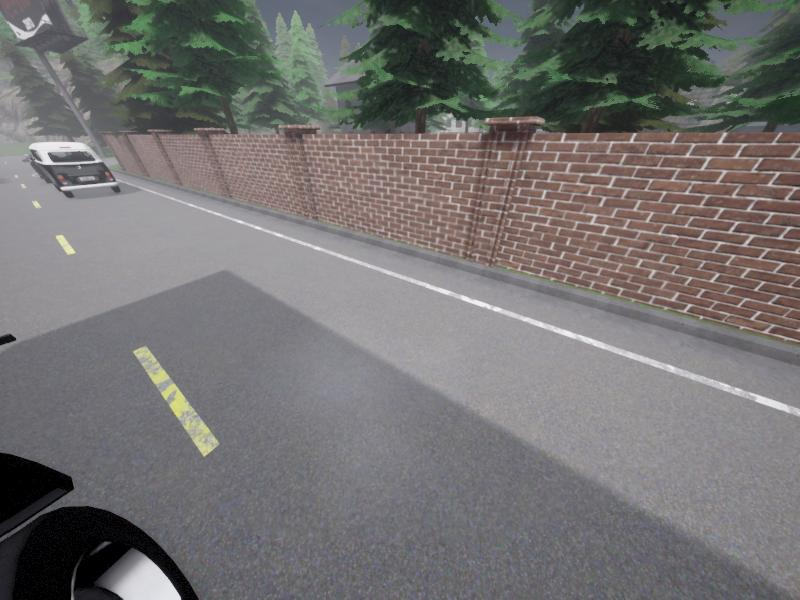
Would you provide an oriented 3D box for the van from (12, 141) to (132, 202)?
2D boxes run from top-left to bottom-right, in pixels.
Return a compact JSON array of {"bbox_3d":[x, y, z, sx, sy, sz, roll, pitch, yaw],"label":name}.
[{"bbox_3d":[-15.179,-6.130,10.741,4.480,2.038,2.069,22,40,27],"label":"van"}]

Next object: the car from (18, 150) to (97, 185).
[{"bbox_3d":[-20.979,-8.221,14.146,4.892,1.490,1.837,22,41,27],"label":"car"}]

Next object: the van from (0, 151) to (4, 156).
[{"bbox_3d":[-55.798,-20.053,30.273,4.442,1.987,1.775,8,36,10],"label":"van"}]
